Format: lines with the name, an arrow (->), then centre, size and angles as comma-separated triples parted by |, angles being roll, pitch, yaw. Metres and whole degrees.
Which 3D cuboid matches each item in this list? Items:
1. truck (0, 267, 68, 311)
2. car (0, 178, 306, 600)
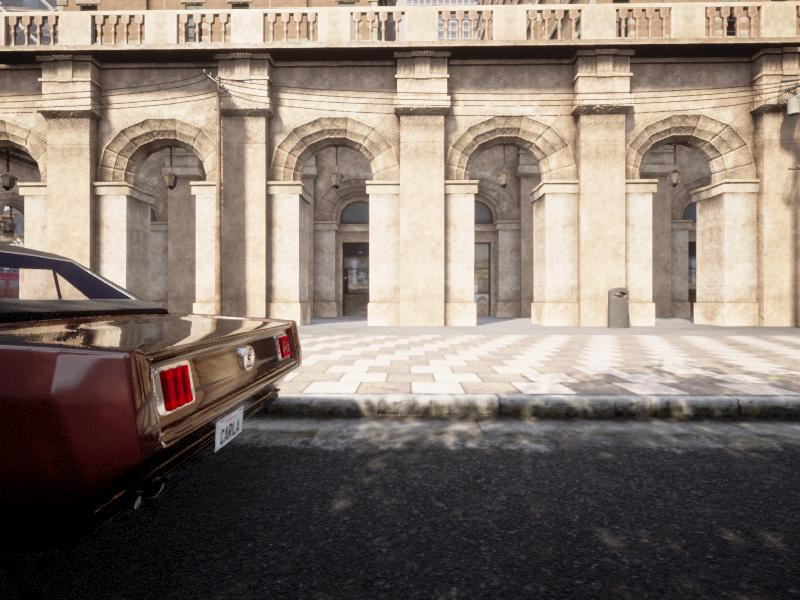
truck -> -35.901, -0.922, 37.139 | 2.891, 3.827, 8.468 | 0, 0, 1
car -> -3.058, 0.338, 2.008 | 4.718, 1.301, 1.895 | 0, 0, 1
